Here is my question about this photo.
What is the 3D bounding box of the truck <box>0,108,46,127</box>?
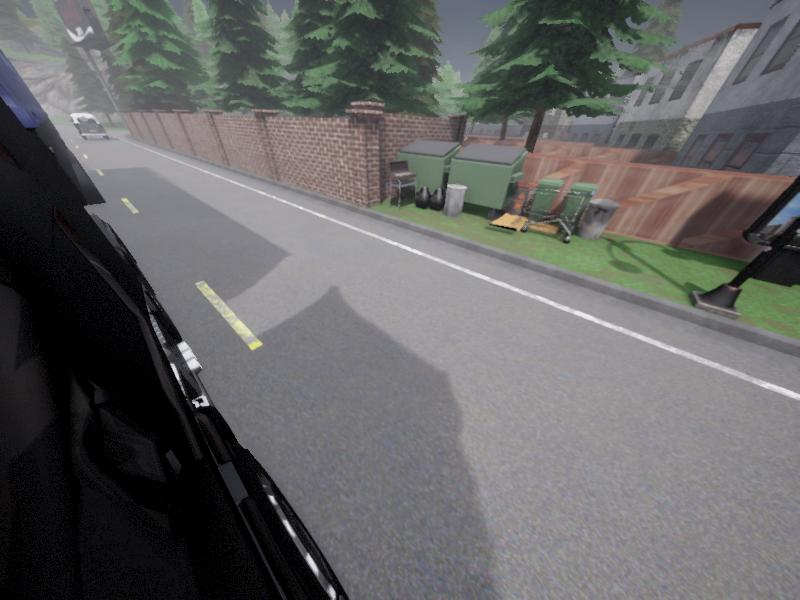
[{"bbox_3d":[-60.412,-28.967,36.667,6.274,2.098,2.390,17,39,18],"label":"truck"}]

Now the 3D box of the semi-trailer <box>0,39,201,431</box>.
[{"bbox_3d":[-8.676,-3.624,4.244,14.254,4.402,2.717,28,44,30],"label":"semi-trailer"}]

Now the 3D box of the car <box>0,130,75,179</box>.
[{"bbox_3d":[-16.310,-6.407,10.012,4.181,1.385,1.994,28,44,30],"label":"car"}]

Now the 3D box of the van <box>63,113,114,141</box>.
[{"bbox_3d":[-30.954,-17.232,22.952,4.480,2.038,2.069,28,44,30],"label":"van"}]

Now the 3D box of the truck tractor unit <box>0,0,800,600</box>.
[{"bbox_3d":[-2.645,-0.295,0.351,6.516,4.208,3.053,28,44,30],"label":"truck tractor unit"}]
